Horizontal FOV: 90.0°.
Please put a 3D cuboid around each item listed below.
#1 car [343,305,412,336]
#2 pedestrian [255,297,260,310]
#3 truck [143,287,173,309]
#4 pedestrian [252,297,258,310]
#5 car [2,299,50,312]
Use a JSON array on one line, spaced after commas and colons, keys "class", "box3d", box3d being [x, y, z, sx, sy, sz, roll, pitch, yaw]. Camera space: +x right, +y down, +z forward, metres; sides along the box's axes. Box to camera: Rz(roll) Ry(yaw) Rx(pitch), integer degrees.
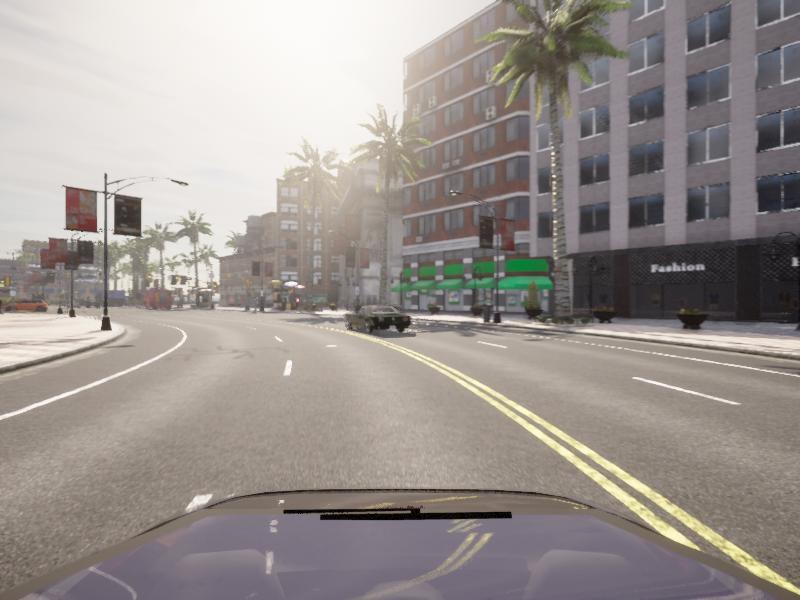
[{"class": "car", "box3d": [-1.296, 0.948, 20.341, 1.895, 1.301, 4.718, 0, 0, -25]}, {"class": "pedestrian", "box3d": [-19.824, 0.509, 55.629, 0.751, 1.860, 0.751, 0, 0, -19]}, {"class": "truck", "box3d": [-44.560, -0.275, 73.416, 2.891, 3.827, 8.468, 0, 0, -44]}, {"class": "pedestrian", "box3d": [-20.384, 0.509, 56.218, 0.751, 1.860, 0.751, 0, 0, -12]}, {"class": "car", "box3d": [-51.774, 0.742, 55.494, 4.553, 1.767, 2.097, 0, 0, -35]}]
